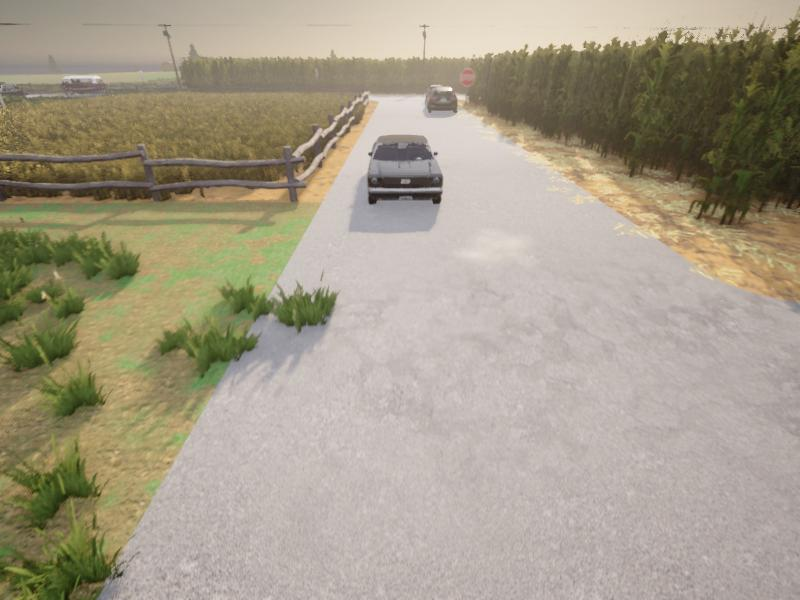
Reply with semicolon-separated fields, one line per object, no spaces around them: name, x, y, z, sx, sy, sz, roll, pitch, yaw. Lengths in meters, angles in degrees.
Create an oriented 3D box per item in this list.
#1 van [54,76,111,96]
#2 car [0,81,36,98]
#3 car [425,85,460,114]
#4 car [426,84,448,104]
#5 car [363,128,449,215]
van;-36.834;-24.918;46.543;4.480;2.038;2.069;0;30;0
car;-43.566;-23.123;43.910;4.974;1.542;2.038;0;30;0
car;3.167;-15.492;30.817;2.242;1.667;4.611;0;30;0
car;3.556;-19.800;38.371;1.970;1.475;3.806;3;30;5
car;0.079;-3.775;11.164;1.895;1.301;4.718;-1;30;-1
